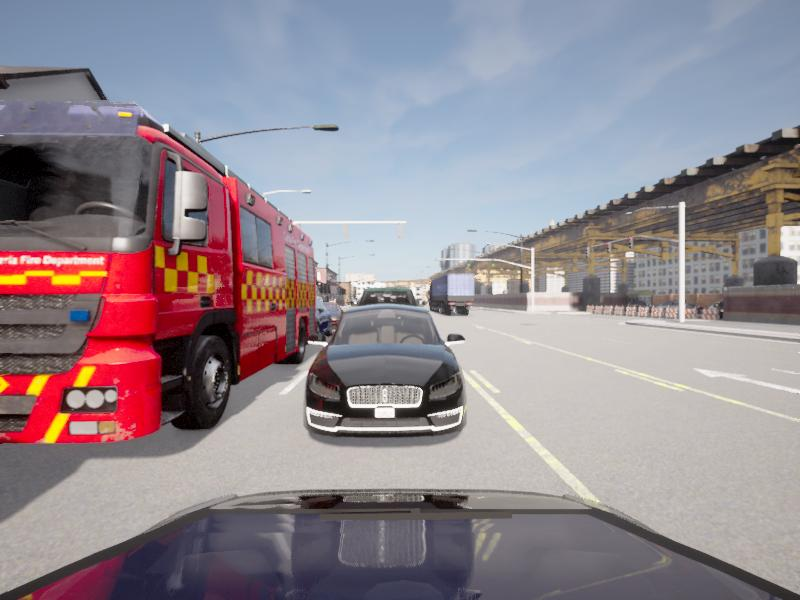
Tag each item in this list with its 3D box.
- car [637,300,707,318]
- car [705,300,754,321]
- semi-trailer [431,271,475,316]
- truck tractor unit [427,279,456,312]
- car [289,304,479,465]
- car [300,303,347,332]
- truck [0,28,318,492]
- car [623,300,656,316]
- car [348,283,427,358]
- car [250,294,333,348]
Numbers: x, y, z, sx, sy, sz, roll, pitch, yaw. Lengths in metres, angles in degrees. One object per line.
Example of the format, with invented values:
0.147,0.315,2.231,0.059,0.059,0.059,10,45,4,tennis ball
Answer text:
25.394,0.766,37.510,2.038,1.542,4.974,0,0,-38,car
26.330,0.771,32.167,2.038,1.542,4.974,0,0,27,car
5.716,-0.658,45.888,2.717,4.402,14.254,0,0,-2,semi-trailer
5.485,-0.570,53.802,3.053,4.208,6.516,0,0,-2,truck tractor unit
-0.205,0.839,6.320,1.837,1.490,4.892,0,0,-1,car
-4.186,0.878,22.787,2.033,1.411,5.357,0,0,-4,car
-3.744,-0.327,7.522,2.891,3.827,8.468,0,0,-2,truck
25.256,0.763,42.117,2.038,1.542,4.974,0,0,42,car
-0.408,0.557,13.683,2.150,2.045,5.566,0,0,-2,car
-3.957,0.681,15.462,2.097,1.767,4.553,0,0,-2,car
